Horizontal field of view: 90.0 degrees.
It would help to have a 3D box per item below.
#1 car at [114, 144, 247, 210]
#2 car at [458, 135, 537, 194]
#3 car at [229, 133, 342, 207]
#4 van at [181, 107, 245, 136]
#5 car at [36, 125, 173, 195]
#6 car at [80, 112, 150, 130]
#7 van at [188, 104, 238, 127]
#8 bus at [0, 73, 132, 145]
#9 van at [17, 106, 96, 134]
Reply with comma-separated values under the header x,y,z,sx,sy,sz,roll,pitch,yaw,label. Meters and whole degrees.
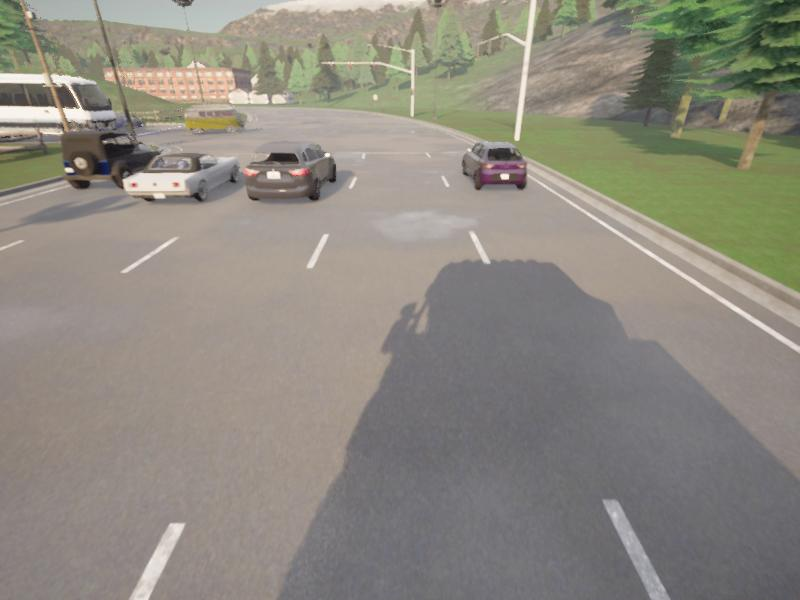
x,y,z,sx,sy,sz,roll,pitch,yaw,label
-7.033,-4.314,13.532,1.895,1.301,4.718,0,27,0,car
3.430,-5.168,14.897,1.816,1.474,4.193,-1,27,-1,car
-3.552,-4.568,13.586,2.242,1.667,4.611,1,27,2,car
-15.421,-14.913,33.294,4.442,1.987,1.775,-10,29,-18,van
-10.561,-5.288,14.792,1.905,1.878,3.866,-1,27,0,car
-27.033,-17.058,38.076,4.792,1.488,2.163,-1,27,-1,car
-19.739,-19.609,42.387,4.442,1.987,1.775,-12,30,-21,van
-25.872,-13.523,28.215,10.273,4.253,3.944,1,27,-1,bus
-29.746,-15.659,34.793,4.480,2.038,2.069,-1,27,0,van
